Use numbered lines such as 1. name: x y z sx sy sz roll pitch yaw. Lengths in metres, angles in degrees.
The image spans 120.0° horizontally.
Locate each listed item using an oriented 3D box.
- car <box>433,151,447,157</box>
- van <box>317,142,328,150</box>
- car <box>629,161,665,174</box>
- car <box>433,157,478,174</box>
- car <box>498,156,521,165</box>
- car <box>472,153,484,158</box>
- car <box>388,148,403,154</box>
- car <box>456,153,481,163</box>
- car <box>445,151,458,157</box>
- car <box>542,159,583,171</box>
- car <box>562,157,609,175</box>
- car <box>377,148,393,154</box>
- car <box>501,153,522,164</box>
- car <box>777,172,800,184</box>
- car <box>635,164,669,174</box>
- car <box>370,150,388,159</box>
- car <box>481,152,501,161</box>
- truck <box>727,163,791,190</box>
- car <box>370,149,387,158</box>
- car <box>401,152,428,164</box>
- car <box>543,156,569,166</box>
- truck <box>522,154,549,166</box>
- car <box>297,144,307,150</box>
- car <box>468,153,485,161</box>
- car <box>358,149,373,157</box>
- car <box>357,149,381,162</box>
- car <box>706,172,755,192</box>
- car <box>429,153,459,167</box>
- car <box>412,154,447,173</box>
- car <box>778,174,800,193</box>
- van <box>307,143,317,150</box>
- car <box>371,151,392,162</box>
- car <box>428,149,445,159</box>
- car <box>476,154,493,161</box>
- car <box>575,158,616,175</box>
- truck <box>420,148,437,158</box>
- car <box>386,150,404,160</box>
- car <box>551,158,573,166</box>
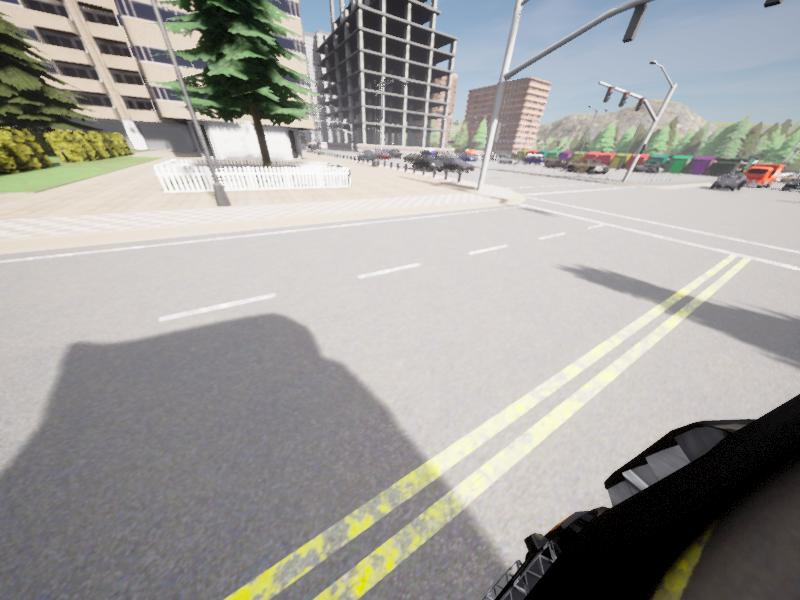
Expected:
1. car: 15.198 -55.128 86.969 4.611 1.667 2.242 -16 38 -26
2. van: -30.856 -61.179 91.666 2.351 2.431 6.366 -16 38 -26
3. car: 46.367 -24.990 43.490 1.905 1.878 3.866 -16 38 -26
4. car: 6.508 -16.157 27.642 2.033 1.411 5.357 -16 38 -26
5. car: 23.014 -29.325 48.581 1.970 1.475 3.806 -16 38 -26
6. car: 31.033 -57.372 91.771 4.181 1.385 1.994 -16 38 -26
7. car: -1.486 -50.436 78.324 4.892 1.490 1.837 -16 38 -26
8. car: 14.935 -31.211 50.645 2.242 1.667 4.611 -16 38 -26
9. car: 18.345 -51.547 81.821 3.988 1.617 1.851 -16 38 -26
10. car: 28.530 -23.856 40.756 2.033 1.415 5.357 -16 38 -26
11. car: 26.876 -19.512 33.635 1.932 1.855 4.605 -16 38 -26
12. car: -5.199 -51.501 79.878 5.357 1.411 2.033 -16 38 -26
13. car: 27.325 -34.824 56.801 1.905 1.878 3.866 -16 38 -26
14. car: 68.129 -21.135 40.010 5.366 1.575 1.801 -15 37 -25
15. car: 48.867 -25.491 44.882 1.970 1.475 3.806 -16 38 -26
16. car: -4.401 -30.725 48.850 1.895 1.301 4.718 -16 38 -26
17. car: 25.276 -39.820 64.174 1.932 1.855 4.605 -16 38 -26
18. truck: 42.976 -14.908 27.702 5.204 2.467 2.627 -16 38 -24
19. car: -5.288 -35.487 55.880 2.033 1.411 5.357 -16 38 -26
20. car: 2.331 -24.161 39.314 2.163 1.488 4.792 -16 38 -26
21. car: 37.600 -33.691 55.915 1.932 1.855 4.605 -16 38 -26
22. truck: 30.523 -31.738 52.222 2.069 2.038 4.478 -16 38 -26
23. car: -32.914 -51.310 77.362 2.038 1.542 4.974 -16 38 -26
24. car: 20.463 -38.233 61.828 1.970 1.475 3.806 -16 38 -26
25. car: -8.021 -34.356 53.907 1.812 1.442 4.674 -16 38 -26
26. car: -5.251 -23.985 38.386 2.038 1.542 4.974 -16 38 -26
27. car: 33.350 -11.929 23.305 3.633 1.501 1.845 -15 38 -26
28. car: 7.216 -23.206 38.215 1.882 1.535 5.008 -16 38 -26
29. car: 3.259 -15.616 26.369 1.851 1.617 3.988 -16 38 -26
30. car: 44.788 -12.825 25.499 5.027 1.651 2.152 -15 37 -25
31. van: -30.109 -52.579 79.104 2.069 2.038 4.480 -16 38 -26
32. car: -3.434 -25.929 41.684 1.895 1.301 4.718 -16 38 -26
33. car: 9.885 -39.563 62.541 1.932 1.855 4.605 -16 38 -26
34. car: 22.970 -38.965 63.079 1.784 1.438 3.905 -16 38 -26
35. car: 29.407 -20.188 34.866 1.905 1.878 3.866 -16 38 -26
36. truck: 7.419 -38.901 61.171 2.069 2.038 4.478 -16 38 -26
37. car: -1.174 -31.441 50.057 1.812 1.442 4.674 -16 38 -26
38. car: 40.129 -34.190 57.255 1.784 1.438 3.905 -16 38 -26
